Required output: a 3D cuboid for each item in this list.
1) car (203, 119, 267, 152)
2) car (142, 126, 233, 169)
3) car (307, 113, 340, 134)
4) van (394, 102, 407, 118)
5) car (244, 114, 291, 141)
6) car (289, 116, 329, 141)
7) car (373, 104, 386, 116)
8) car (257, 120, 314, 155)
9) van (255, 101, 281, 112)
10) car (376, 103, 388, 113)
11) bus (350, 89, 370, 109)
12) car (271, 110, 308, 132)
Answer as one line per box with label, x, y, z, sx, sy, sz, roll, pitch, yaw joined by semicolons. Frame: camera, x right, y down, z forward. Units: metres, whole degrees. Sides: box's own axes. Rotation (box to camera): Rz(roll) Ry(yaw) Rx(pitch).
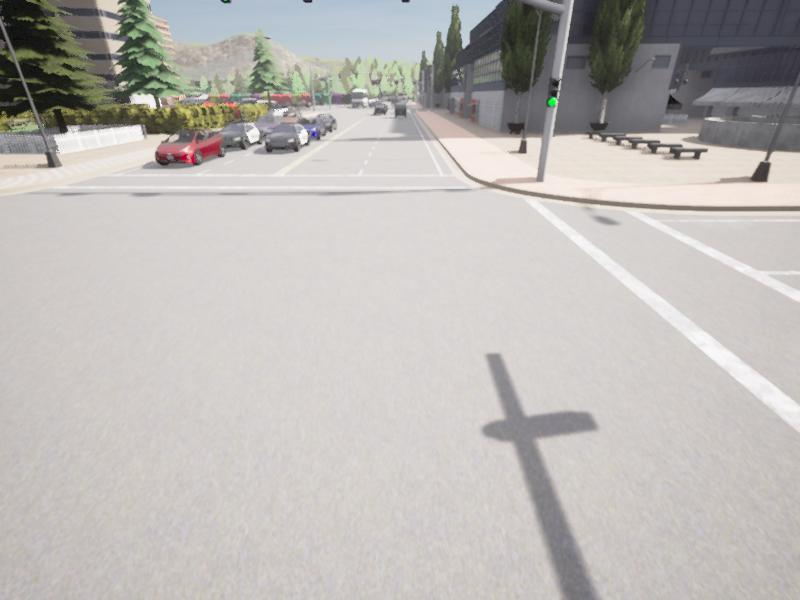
car;-10.452;-10.680;25.849;2.038;1.542;4.974;0;27;0
car;-10.525;-7.831;20.302;2.007;1.525;4.514;1;27;2
car;-6.931;-16.289;36.777;2.128;1.511;4.902;0;27;0
van;0.111;-28.187;59.395;1.775;1.987;4.442;0;27;0
car;-10.439;-13.899;32.016;2.033;1.649;4.856;0;27;0
car;-6.942;-13.387;31.105;2.007;1.525;4.514;0;27;0
car;-3.373;-32.337;67.885;1.930;1.638;5.238;0;27;0
car;-6.954;-10.201;24.891;2.038;1.542;4.974;0;27;0
van;-27.068;-39.812;82.196;4.480;2.038;2.069;0;27;0
car;-3.409;-36.402;75.802;2.033;1.649;4.856;0;27;0
bus;-10.278;-52.118;103.616;3.944;4.253;10.273;0;27;1
car;-10.431;-17.129;38.264;2.242;1.667;4.611;0;27;0
